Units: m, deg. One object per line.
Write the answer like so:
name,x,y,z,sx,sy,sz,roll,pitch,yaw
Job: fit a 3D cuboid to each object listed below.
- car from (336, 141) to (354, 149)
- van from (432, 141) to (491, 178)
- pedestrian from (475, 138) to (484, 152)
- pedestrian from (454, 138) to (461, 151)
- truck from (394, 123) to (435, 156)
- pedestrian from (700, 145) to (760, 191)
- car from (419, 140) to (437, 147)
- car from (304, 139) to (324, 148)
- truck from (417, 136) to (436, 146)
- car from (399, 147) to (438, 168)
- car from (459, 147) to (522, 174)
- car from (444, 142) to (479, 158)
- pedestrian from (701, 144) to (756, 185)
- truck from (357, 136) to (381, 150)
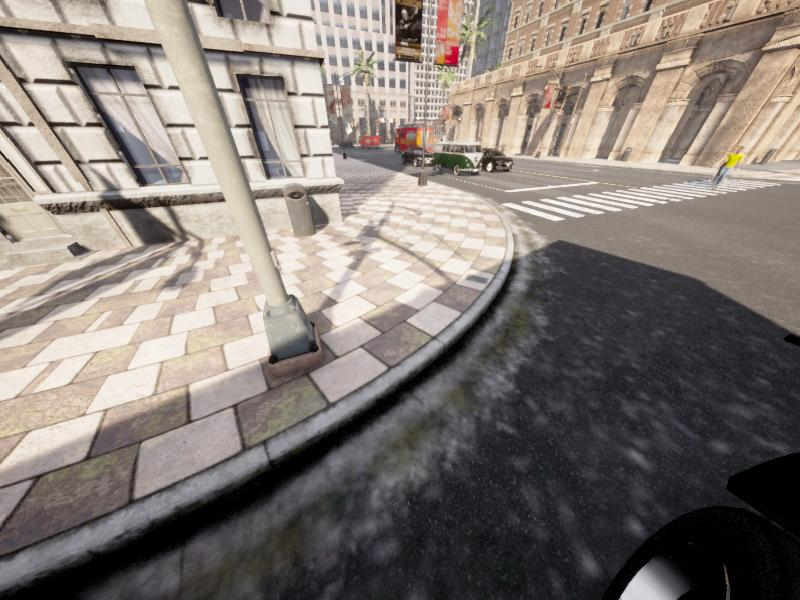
car,-14.117,-40.155,59.658,3.988,1.617,1.851,17,39,23
van,4.258,-10.412,16.937,1.775,1.987,4.442,-14,37,-18
pedestrian,13.273,-25.782,38.489,0.751,1.860,0.751,-11,37,-15
pedestrian,10.702,-28.746,42.711,0.751,1.860,0.751,-10,36,-14
truck,1.996,-24.952,35.987,2.891,3.827,8.468,-13,37,-18
pedestrian,16.071,-6.450,11.303,0.751,1.860,0.751,-16,38,-21
car,8.349,-46.955,69.201,4.792,1.488,2.163,-13,37,-18
car,-22.755,-41.480,61.295,4.605,1.855,1.932,-2,35,-3
truck,8.302,-49.523,71.986,5.204,2.467,2.627,-13,37,-18
car,1.623,-13.831,22.276,1.812,1.442,4.674,-14,37,-18
car,7.130,-11.493,18.879,1.837,1.490,4.892,-14,37,-18
car,8.246,-20.574,31.628,1.930,1.638,5.238,-13,37,-18
pedestrian,17.921,-7.416,12.661,0.751,1.860,0.751,-11,37,-15
truck,-7.171,-36.310,53.338,2.627,2.467,5.204,-27,43,-33
